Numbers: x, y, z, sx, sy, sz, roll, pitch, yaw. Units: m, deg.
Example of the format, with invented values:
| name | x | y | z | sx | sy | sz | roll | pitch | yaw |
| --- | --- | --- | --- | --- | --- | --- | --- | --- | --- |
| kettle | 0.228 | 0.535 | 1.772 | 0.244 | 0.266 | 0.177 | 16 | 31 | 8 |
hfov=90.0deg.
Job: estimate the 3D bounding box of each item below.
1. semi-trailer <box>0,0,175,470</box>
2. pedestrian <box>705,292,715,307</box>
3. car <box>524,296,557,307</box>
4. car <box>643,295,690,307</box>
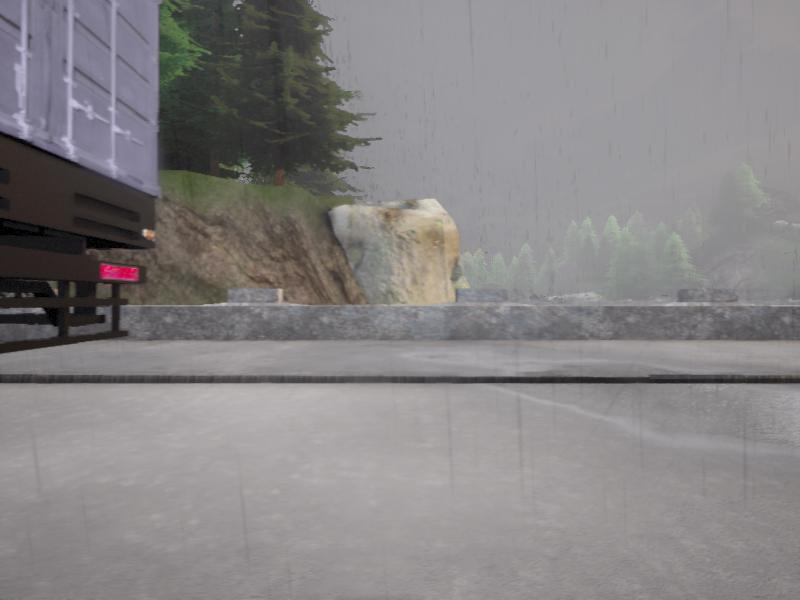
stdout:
| name | x | y | z | sx | sy | sz | roll | pitch | yaw |
| --- | --- | --- | --- | --- | --- | --- | --- | --- | --- |
| semi-trailer | -9.420 | -1.221 | 2.708 | 14.254 | 4.402 | 2.717 | 0 | 0 | 0 |
| pedestrian | 39.506 | -0.058 | 50.970 | 0.751 | 1.860 | 0.751 | 0 | 0 | 1 |
| car | 19.773 | 0.192 | 56.211 | 3.988 | 1.617 | 1.851 | 0 | 0 | 0 |
| car | 37.412 | 0.179 | 56.230 | 5.238 | 1.638 | 1.930 | 0 | 0 | 0 |
